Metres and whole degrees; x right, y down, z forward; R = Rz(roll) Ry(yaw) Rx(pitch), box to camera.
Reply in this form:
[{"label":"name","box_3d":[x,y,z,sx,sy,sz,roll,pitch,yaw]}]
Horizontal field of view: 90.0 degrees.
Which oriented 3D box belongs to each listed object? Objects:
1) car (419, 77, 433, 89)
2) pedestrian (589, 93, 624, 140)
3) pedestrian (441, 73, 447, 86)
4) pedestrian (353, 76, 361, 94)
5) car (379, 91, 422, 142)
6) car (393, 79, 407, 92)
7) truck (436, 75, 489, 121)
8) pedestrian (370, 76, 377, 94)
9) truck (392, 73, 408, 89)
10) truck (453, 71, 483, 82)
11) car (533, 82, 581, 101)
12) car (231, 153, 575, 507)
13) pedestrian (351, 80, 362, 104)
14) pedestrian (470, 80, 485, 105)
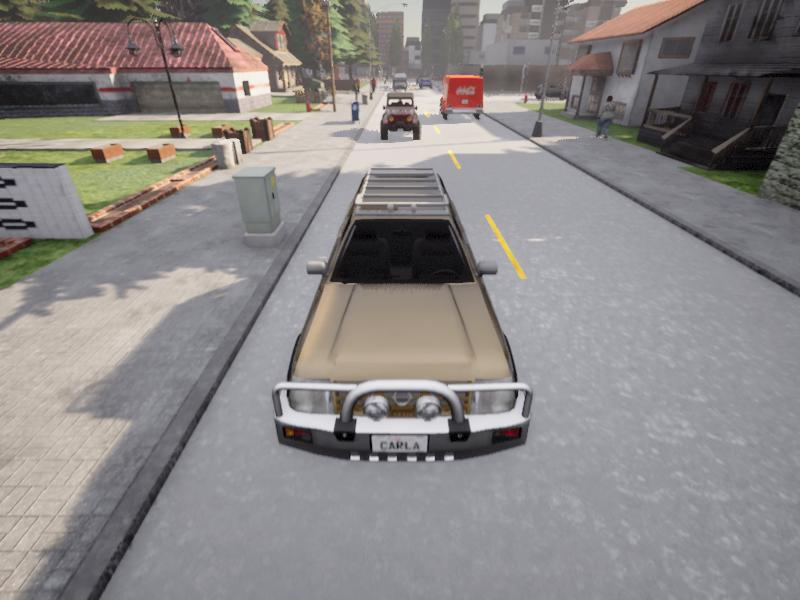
[{"label":"car","box_3d":[4.018,-34.109,62.830,2.007,1.525,4.514,0,30,0]},{"label":"pedestrian","box_3d":[9.268,-8.236,18.000,0.751,1.860,0.751,-1,30,-2]},{"label":"pedestrian","box_3d":[7.573,-37.871,68.681,0.751,1.860,0.751,-3,30,-5]},{"label":"pedestrian","box_3d":[-5.102,-25.394,47.336,0.751,1.860,0.751,0,30,0]},{"label":"car","box_3d":[0.016,-9.069,19.636,1.905,1.878,3.866,0,31,0]},{"label":"car","box_3d":[0.018,-30.303,56.371,1.816,1.474,4.193,0,30,0]},{"label":"truck","box_3d":[4.021,-13.765,27.098,2.627,2.467,5.204,0,30,-1]},{"label":"pedestrian","box_3d":[-3.111,-25.440,47.415,0.751,1.860,0.751,-5,31,-8]},{"label":"truck","box_3d":[0.015,-34.439,62.824,2.390,2.098,6.274,0,30,0]},{"label":"truck","box_3d":[15.469,-50.768,90.762,6.274,2.098,2.390,0,30,0]},{"label":"car","box_3d":[16.095,-21.523,41.233,3.988,1.617,1.851,0,30,0]},{"label":"car","box_3d":[0.023,-0.323,4.698,1.932,1.855,4.605,0,30,0]},{"label":"pedestrian","box_3d":[-3.902,-18.654,35.808,0.751,1.860,0.751,-7,31,-12]},{"label":"pedestrian","box_3d":[6.638,-17.712,34.205,0.751,1.860,0.751,-16,34,-25]}]
